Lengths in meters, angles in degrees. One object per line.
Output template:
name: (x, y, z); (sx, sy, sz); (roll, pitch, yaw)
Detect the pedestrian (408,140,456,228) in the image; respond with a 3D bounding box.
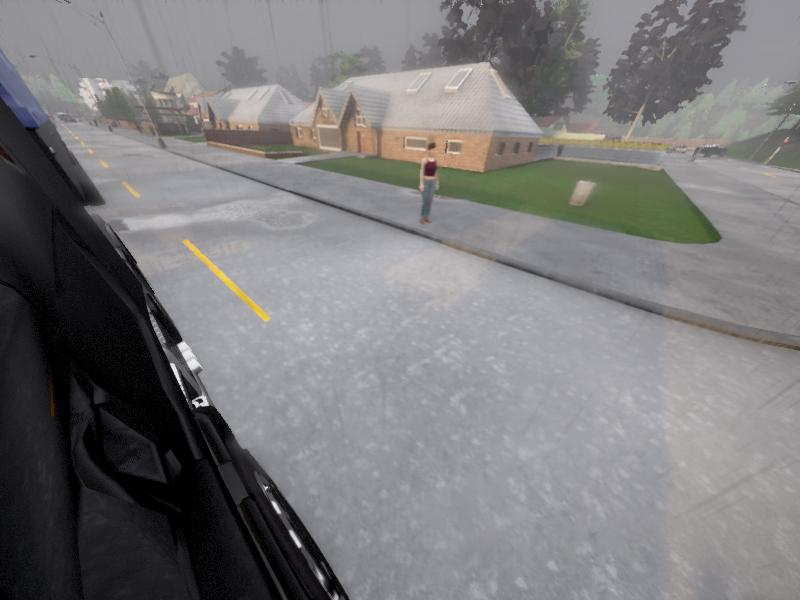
pedestrian: (0.737, -2.904, 5.866); (0.751, 1.860, 0.751); (-7, 38, -14)

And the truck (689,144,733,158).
truck: (59.599, -28.520, 44.250); (6.274, 2.098, 2.390); (-10, 38, -17)

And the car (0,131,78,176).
car: (-17.226, -6.943, 10.767); (4.181, 1.385, 1.994); (28, 44, 30)

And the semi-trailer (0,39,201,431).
semi-trailer: (-8.678, -3.608, 4.263); (14.254, 4.402, 2.717); (28, 44, 30)

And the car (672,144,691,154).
car: (69.654, -37.492, 57.194); (1.932, 1.855, 4.605); (28, 44, 30)

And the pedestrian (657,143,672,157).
pedestrian: (42.193, -23.869, 36.820); (0.751, 1.860, 0.751); (29, 44, 30)

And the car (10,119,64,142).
car: (-33.114, -15.543, 21.194); (4.514, 1.525, 2.007); (28, 44, 30)

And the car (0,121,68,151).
car: (-26.318, -11.892, 16.715); (4.514, 1.525, 2.007); (28, 43, 30)

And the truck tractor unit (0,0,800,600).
truck tractor unit: (-2.645, -0.295, 0.352); (6.516, 4.208, 3.053); (28, 44, 30)
